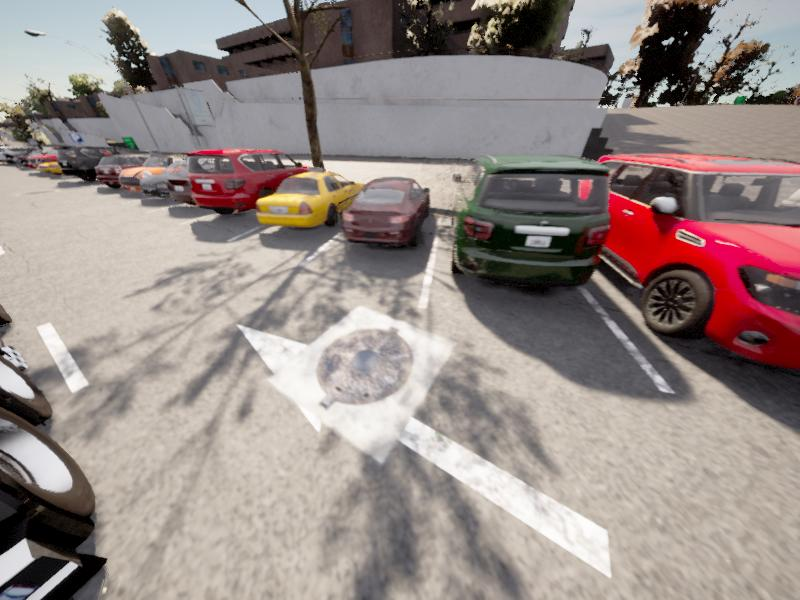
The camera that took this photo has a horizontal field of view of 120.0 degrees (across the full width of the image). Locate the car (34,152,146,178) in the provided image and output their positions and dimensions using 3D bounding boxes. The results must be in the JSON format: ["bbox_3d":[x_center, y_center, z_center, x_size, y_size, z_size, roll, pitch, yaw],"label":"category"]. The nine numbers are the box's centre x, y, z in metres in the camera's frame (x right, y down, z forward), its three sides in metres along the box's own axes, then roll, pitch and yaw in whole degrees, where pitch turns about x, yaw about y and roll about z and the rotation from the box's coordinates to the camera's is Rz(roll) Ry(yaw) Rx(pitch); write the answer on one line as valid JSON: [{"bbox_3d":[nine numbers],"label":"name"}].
[{"bbox_3d":[-25.870,-11.612,19.732,1.946,1.575,5.366,6,34,9],"label":"car"}]

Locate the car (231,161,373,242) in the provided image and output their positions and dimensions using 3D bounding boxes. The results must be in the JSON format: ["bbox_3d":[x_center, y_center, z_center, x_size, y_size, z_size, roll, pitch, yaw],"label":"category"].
[{"bbox_3d":[-2.722,-3.825,8.195,1.946,1.575,5.366,6,35,9],"label":"car"}]

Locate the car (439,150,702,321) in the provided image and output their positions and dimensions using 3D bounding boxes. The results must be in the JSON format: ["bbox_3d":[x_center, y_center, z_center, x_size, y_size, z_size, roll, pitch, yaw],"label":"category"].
[{"bbox_3d":[2.389,-2.190,5.355,2.435,2.045,5.566,6,35,9],"label":"car"}]

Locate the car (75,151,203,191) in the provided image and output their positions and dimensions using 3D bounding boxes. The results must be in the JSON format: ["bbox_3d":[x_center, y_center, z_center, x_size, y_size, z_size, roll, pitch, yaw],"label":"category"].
[{"bbox_3d":[-15.625,-8.152,14.349,2.185,1.767,4.553,6,35,9],"label":"car"}]

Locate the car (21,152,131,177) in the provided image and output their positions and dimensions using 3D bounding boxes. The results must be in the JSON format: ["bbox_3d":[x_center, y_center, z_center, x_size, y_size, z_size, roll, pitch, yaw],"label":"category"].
[{"bbox_3d":[-28.506,-12.263,20.715,1.946,1.575,5.366,6,35,9],"label":"car"}]

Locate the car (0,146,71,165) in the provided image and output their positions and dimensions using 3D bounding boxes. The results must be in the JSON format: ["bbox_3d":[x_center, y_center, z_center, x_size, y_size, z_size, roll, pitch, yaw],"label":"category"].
[{"bbox_3d":[-51.626,-20.290,32.346,2.435,2.045,5.566,6,35,9],"label":"car"}]

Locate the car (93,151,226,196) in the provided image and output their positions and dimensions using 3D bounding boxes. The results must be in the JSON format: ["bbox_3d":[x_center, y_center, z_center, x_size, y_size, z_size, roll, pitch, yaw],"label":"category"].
[{"bbox_3d":[-13.033,-7.320,13.119,2.185,1.767,4.553,6,35,9],"label":"car"}]

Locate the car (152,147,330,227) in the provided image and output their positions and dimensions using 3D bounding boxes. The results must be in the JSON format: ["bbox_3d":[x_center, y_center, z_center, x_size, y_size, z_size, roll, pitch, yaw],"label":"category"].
[{"bbox_3d":[-5.325,-4.816,9.209,2.435,2.045,5.566,6,35,9],"label":"car"}]

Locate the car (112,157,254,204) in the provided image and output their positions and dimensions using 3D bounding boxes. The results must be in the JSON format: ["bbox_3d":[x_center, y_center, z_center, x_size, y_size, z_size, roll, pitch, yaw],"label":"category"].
[{"bbox_3d":[-10.466,-6.333,11.889,2.231,1.521,4.892,6,35,9],"label":"car"}]

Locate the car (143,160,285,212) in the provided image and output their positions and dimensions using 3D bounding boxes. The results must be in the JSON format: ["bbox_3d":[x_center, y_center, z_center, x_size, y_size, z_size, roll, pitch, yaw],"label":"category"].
[{"bbox_3d":[-7.899,-5.455,10.646,2.163,1.488,4.792,6,35,9],"label":"car"}]

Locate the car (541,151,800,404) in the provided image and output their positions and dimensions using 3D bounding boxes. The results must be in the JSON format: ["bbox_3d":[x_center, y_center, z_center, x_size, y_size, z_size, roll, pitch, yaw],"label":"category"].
[{"bbox_3d":[4.955,-1.275,4.013,2.435,2.045,5.566,7,35,9],"label":"car"}]

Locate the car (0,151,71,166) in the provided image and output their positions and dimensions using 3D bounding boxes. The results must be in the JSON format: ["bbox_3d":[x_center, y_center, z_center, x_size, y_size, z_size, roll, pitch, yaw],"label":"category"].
[{"bbox_3d":[-49.055,-19.193,31.224,2.163,1.488,4.792,6,35,9],"label":"car"}]

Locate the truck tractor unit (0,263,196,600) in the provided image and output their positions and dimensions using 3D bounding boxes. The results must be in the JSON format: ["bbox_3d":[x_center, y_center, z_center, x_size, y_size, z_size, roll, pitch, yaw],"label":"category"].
[{"bbox_3d":[-5.112,-0.298,0.792,6.516,4.208,3.053,18,39,24],"label":"truck tractor unit"}]

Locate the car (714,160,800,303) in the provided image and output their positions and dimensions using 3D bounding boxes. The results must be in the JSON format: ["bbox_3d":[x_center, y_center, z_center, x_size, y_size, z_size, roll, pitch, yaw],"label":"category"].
[{"bbox_3d":[7.499,-0.318,2.655,1.878,1.987,4.442,7,35,9],"label":"car"}]

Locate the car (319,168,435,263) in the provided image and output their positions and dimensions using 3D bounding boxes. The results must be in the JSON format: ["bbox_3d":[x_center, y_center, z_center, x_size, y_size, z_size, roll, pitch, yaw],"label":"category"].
[{"bbox_3d":[-0.189,-2.809,6.781,2.002,1.452,4.674,6,35,9],"label":"car"}]

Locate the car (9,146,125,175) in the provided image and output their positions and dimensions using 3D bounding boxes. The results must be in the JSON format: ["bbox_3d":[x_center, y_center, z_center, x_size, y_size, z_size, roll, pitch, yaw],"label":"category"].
[{"bbox_3d":[-31.045,-13.408,21.994,2.435,2.045,5.566,6,35,9],"label":"car"}]

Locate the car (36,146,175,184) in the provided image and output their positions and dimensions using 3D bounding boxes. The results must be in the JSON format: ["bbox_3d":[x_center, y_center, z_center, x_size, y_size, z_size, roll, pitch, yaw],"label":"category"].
[{"bbox_3d":[-20.762,-10.015,16.894,2.435,2.045,5.566,6,35,9],"label":"car"}]
